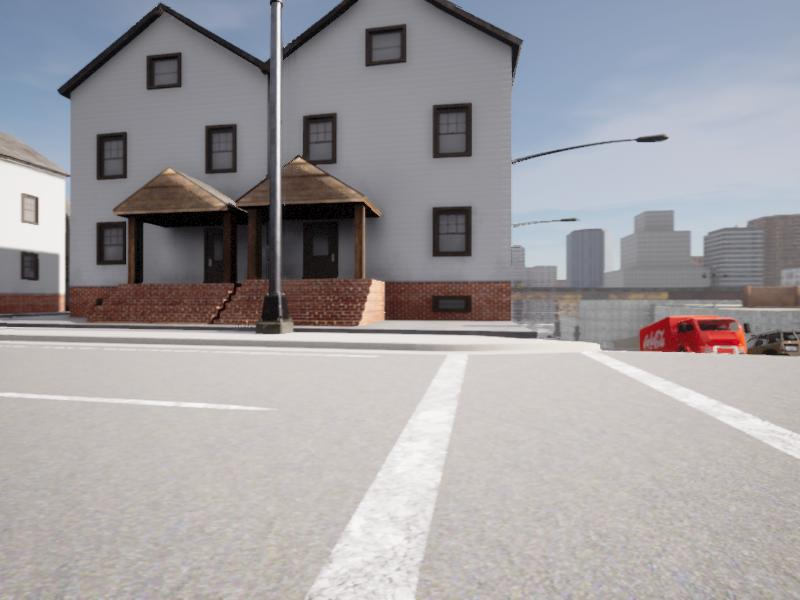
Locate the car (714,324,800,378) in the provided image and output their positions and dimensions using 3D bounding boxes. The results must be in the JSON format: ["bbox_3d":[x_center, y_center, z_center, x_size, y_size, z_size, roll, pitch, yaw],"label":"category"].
[{"bbox_3d":[16.628,2.423,17.942,1.932,1.855,4.605,-1,-14,10],"label":"car"}]

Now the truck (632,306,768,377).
[{"bbox_3d":[13.070,2.063,18.095,2.627,2.467,5.204,-1,-14,10],"label":"truck"}]

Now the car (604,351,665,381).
[{"bbox_3d":[14.314,4.126,24.684,1.816,1.474,4.193,0,-13,10],"label":"car"}]
